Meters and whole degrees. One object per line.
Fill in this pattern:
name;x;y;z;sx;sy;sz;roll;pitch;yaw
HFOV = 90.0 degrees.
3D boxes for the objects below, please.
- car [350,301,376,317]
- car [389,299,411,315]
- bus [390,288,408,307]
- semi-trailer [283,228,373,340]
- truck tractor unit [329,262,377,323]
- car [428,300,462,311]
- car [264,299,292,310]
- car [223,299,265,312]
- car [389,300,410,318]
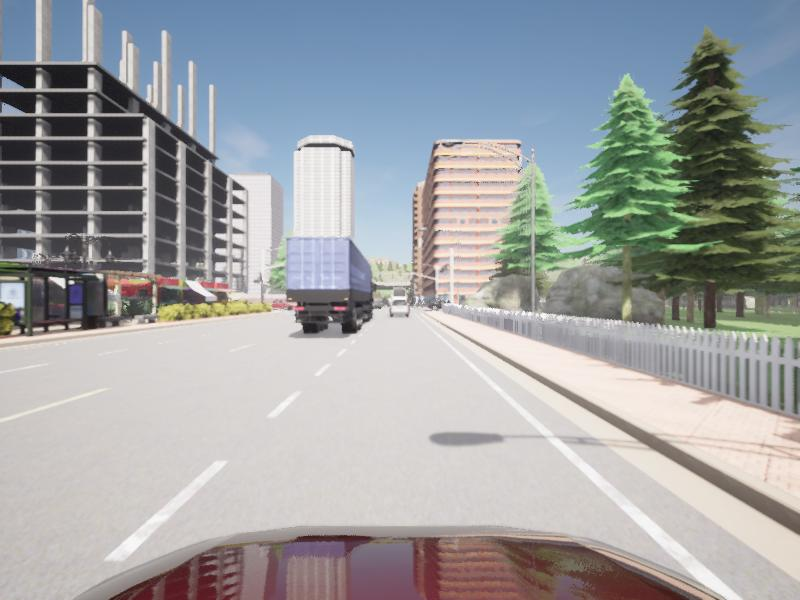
car;-3.540;0.823;39.419;2.128;1.511;4.902;0;0;0
car;-0.020;0.742;43.576;2.242;1.667;4.611;0;0;0
bus;-0.221;-0.564;92.022;3.944;4.253;10.273;0;0;0
semi-trailer;-3.334;-0.625;22.930;2.717;4.402;14.254;0;0;-1
truck tractor unit;-3.436;-0.525;30.842;3.053;4.208;6.516;0;0;-1
car;6.513;0.777;58.327;4.892;1.490;1.837;-1;1;5
car;-19.676;0.713;64.716;3.988;1.617;1.851;0;0;-3
car;-21.111;0.704;54.173;4.856;1.649;2.033;0;0;0
car;-0.036;0.776;37.324;1.851;1.617;3.988;0;0;0
